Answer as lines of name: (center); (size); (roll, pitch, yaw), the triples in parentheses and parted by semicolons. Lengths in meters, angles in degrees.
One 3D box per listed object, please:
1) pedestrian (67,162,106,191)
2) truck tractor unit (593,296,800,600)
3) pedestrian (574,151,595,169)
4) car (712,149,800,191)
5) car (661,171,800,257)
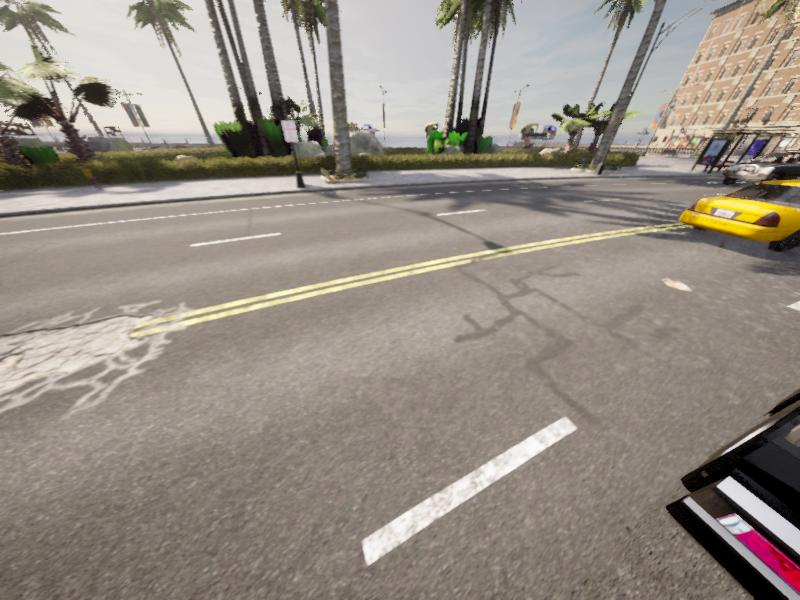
pedestrian: (-14.381, -5.691, 10.641); (0.500, 1.100, 0.500); (-18, 39, -24)
truck tractor unit: (5.233, -0.156, 0.569); (6.516, 4.208, 3.053); (-13, 37, -17)
pedestrian: (15.687, -11.922, 19.677); (0.751, 1.300, 0.751); (-1, 35, -2)
car: (21.673, -7.410, 13.124); (4.605, 1.855, 1.932); (-2, 35, -4)
car: (10.676, -2.470, 6.222); (5.366, 1.575, 1.801); (-6, 36, -9)
